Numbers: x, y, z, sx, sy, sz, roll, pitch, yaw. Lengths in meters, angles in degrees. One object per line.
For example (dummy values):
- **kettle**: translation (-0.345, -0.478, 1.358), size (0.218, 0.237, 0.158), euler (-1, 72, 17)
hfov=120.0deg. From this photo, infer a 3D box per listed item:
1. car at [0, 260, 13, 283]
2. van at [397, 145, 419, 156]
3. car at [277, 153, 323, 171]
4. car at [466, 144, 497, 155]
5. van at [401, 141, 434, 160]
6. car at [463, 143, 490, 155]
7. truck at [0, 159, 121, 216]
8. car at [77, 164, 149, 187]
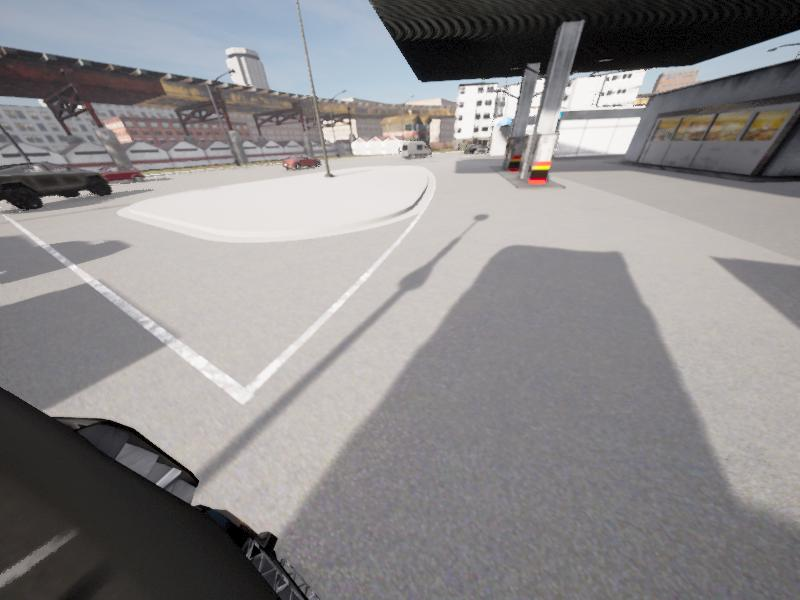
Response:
- **car**: translation (-10.522, -1.063, 4.768), size (3.633, 1.501, 1.845), euler (16, 38, 26)
- **van**: translation (1.922, -35.428, 54.762), size (4.480, 2.038, 2.069), euler (-15, 33, -17)
- **car**: translation (-12.852, -18.015, 30.128), size (2.152, 1.651, 5.027), euler (17, 38, 26)
- **car**: translation (16.112, -29.702, 45.649), size (5.238, 1.638, 1.930), euler (-6, 34, -7)
- **van**: translation (3.135, -26.825, 41.395), size (5.915, 2.561, 1.988), euler (-24, 39, -30)
- **car**: translation (15.981, -31.656, 48.436), size (4.553, 1.767, 2.097), euler (-7, 34, -7)
- **truck**: translation (-20.622, -6.555, 13.111), size (2.390, 2.098, 6.274), euler (-7, 34, -4)
- **car**: translation (-26.943, -11.808, 21.859), size (1.789, 1.549, 3.705), euler (16, 38, 26)
